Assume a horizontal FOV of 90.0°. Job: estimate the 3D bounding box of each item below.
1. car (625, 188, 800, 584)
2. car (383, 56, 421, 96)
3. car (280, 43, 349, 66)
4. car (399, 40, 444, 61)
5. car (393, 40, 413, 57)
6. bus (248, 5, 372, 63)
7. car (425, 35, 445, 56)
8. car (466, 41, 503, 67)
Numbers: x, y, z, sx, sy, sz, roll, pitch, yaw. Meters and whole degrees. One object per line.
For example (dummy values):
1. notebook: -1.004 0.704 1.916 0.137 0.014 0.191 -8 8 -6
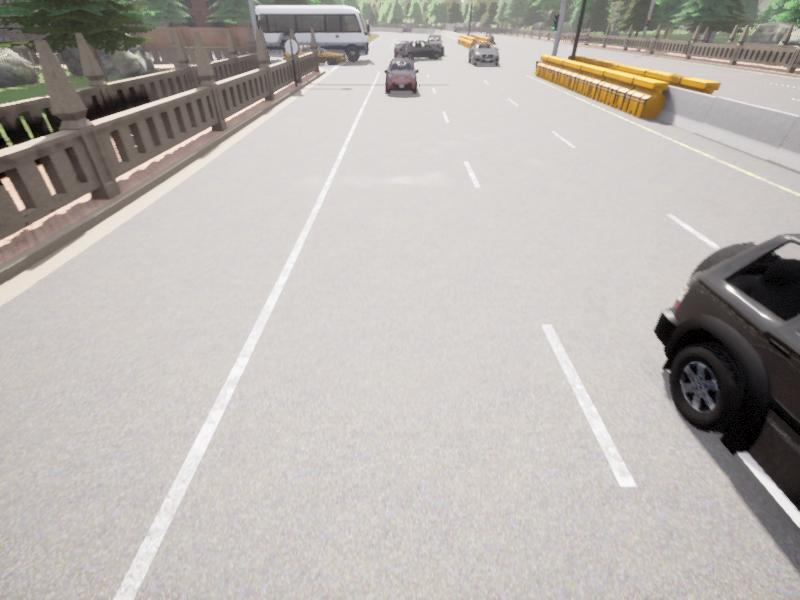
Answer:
1. car: 3.525 1.018 2.091 1.932 1.855 4.605 0 32 0
2. car: 0.088 -12.102 21.528 1.845 1.501 3.633 0 35 0
3. car: -7.264 -21.173 34.472 5.366 1.575 1.801 5 35 7
4. car: 2.103 -24.535 39.268 3.988 1.617 1.851 -10 36 -13
5. car: 0.357 -27.677 43.975 1.994 1.385 4.181 1 35 1
6. bus: -7.884 -24.645 37.116 10.273 4.253 3.944 -1 35 -1
7. car: 3.855 -28.186 44.248 1.905 1.878 3.866 0 35 0
8. car: 7.267 -21.496 34.901 2.152 1.651 5.027 0 35 0
